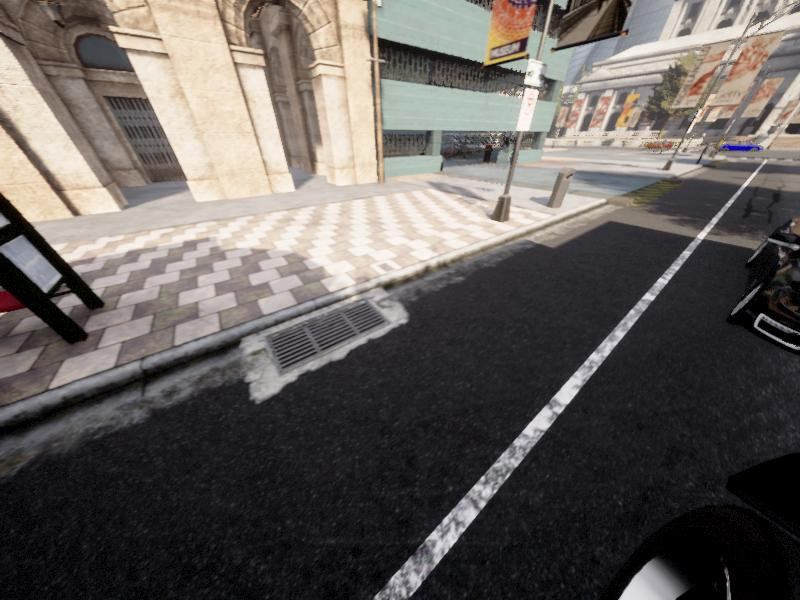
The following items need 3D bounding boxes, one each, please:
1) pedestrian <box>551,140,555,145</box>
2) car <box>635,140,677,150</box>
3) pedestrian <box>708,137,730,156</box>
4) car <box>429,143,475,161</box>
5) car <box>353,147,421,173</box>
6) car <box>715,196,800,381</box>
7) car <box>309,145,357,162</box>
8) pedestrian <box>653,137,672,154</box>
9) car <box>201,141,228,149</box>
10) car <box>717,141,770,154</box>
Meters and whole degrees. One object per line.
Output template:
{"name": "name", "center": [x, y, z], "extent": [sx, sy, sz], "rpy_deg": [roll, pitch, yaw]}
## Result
{"name": "pedestrian", "center": [42.915, -44.250, 64.905], "extent": [0.500, 1.100, 0.500], "rpy_deg": [-17, 38, -22]}
{"name": "car", "center": [48.263, -29.249, 43.614], "extent": [2.163, 1.488, 4.792], "rpy_deg": [-23, 41, -29]}
{"name": "pedestrian", "center": [39.119, -18.864, 28.355], "extent": [0.751, 1.860, 0.751], "rpy_deg": [-24, 42, -29]}
{"name": "car", "center": [5.958, -17.014, 26.410], "extent": [4.902, 1.511, 2.128], "rpy_deg": [-23, 41, -29]}
{"name": "car", "center": [-0.952, -11.082, 18.141], "extent": [4.786, 1.482, 2.161], "rpy_deg": [-23, 41, -29]}
{"name": "car", "center": [6.601, -0.415, 3.139], "extent": [4.892, 1.490, 1.837], "rpy_deg": [-23, 41, -29]}
{"name": "car", "center": [-7.478, -16.557, 26.027], "extent": [4.718, 1.301, 1.895], "rpy_deg": [-23, 41, -29]}
{"name": "pedestrian", "center": [35.373, -20.807, 31.136], "extent": [0.751, 1.860, 0.751], "rpy_deg": [-14, 37, -19]}
{"name": "car", "center": [-45.835, -38.368, 57.233], "extent": [4.892, 1.521, 2.231], "rpy_deg": [-23, 41, -29]}
{"name": "car", "center": [51.677, -23.110, 34.894], "extent": [1.816, 1.474, 4.193], "rpy_deg": [-23, 41, -29]}
